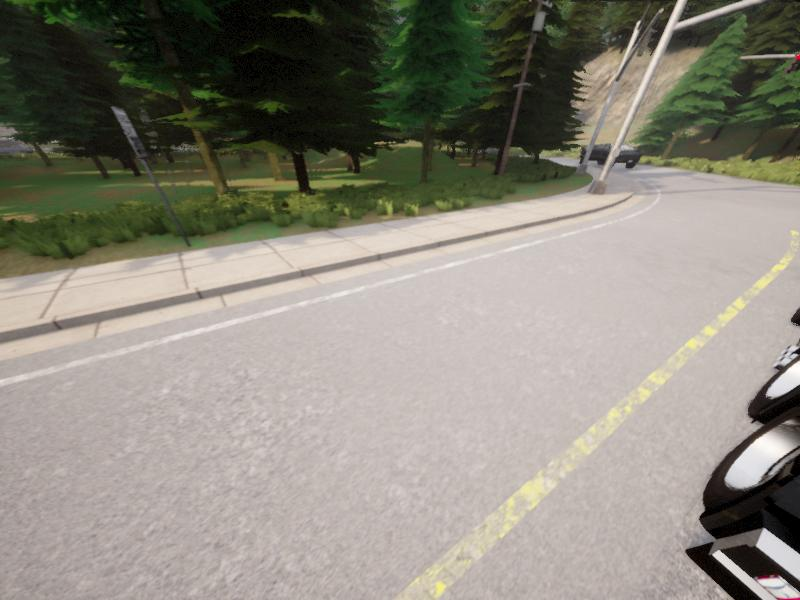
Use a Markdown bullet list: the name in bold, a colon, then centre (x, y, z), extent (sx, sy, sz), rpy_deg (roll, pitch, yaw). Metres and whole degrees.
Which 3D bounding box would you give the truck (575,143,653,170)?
- **truck**: centre (21.769, -15.104, 24.074), extent (2.390, 2.098, 6.274), rpy_deg (1, 35, 1)

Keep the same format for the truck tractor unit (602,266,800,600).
- **truck tractor unit**: centre (5.115, -0.296, 0.779), extent (6.516, 4.208, 3.053), rpy_deg (-18, 39, -24)
